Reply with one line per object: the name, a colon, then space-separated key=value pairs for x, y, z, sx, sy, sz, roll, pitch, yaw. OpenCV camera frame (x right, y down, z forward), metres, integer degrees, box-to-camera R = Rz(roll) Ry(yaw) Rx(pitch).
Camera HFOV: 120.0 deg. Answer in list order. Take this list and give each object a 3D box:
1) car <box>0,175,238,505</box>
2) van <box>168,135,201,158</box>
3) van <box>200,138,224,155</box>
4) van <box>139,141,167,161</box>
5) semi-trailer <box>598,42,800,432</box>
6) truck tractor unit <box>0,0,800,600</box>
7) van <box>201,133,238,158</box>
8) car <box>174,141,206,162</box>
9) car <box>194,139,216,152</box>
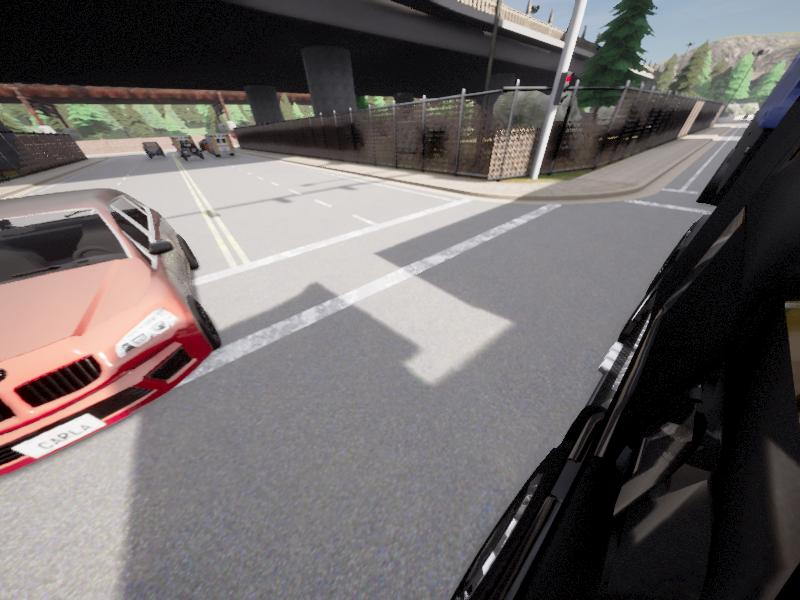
car: x=-4.197 y=-0.309 z=2.981 sx=2.242 sy=1.667 sz=4.611 roll=-28 pitch=43 yaw=-30
van: x=-30.565 y=-21.782 z=32.748 sx=2.351 sy=2.431 sz=6.366 roll=-28 pitch=44 yaw=-30
van: x=-29.360 y=-24.042 z=36.060 sx=1.775 sy=1.987 sz=4.442 roll=-28 pitch=44 yaw=-30
van: x=-33.415 y=-20.301 z=31.323 sx=1.775 sy=1.987 sz=4.442 roll=-28 pitch=44 yaw=-30
semi-trailer: x=8.687 y=-3.626 z=4.218 sx=14.254 sy=4.402 sz=2.717 roll=-28 pitch=44 yaw=-30
truck tractor unit: x=2.645 y=-0.295 z=0.352 sx=6.516 sy=4.208 sz=3.053 roll=-28 pitch=44 yaw=-30
van: x=-24.027 y=-20.591 z=30.735 sx=2.351 sy=2.431 sz=6.366 roll=-28 pitch=44 yaw=-30
car: x=-25.356 y=-18.027 z=27.855 sx=1.932 sy=1.855 sz=4.605 roll=-28 pitch=44 yaw=-30
car: x=-36.064 y=-28.552 z=42.674 sx=2.097 sy=1.767 sz=4.553 roll=-28 pitch=43 yaw=-29
